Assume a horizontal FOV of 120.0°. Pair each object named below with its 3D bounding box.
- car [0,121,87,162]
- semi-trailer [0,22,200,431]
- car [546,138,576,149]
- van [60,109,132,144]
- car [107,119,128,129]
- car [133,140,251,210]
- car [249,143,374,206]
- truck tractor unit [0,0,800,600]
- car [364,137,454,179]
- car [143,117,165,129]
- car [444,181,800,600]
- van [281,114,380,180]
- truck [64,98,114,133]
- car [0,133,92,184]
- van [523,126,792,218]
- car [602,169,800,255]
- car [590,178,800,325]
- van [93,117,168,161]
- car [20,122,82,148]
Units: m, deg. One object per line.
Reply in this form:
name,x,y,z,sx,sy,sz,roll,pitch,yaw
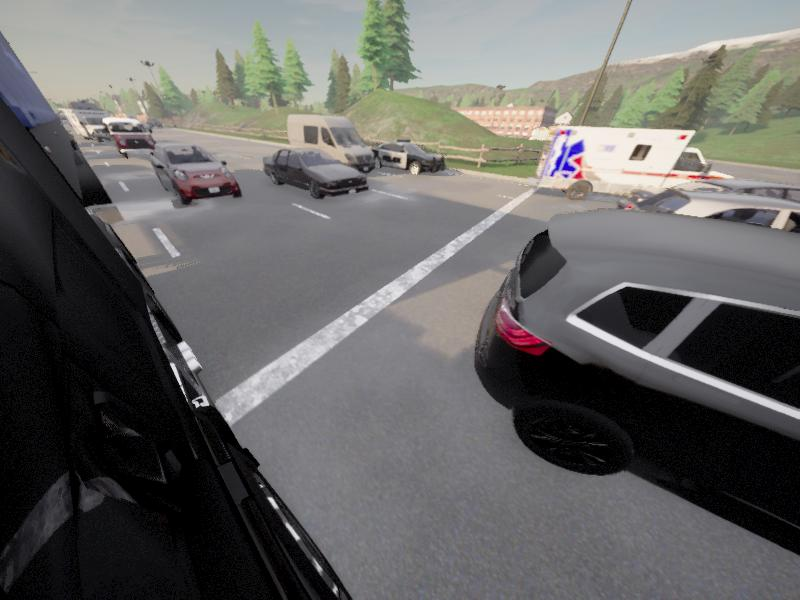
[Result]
car,-21.045,-9.516,13.787,5.027,1.651,2.152,29,44,31
semi-trailer,-8.605,-3.660,4.329,14.254,4.402,2.717,29,44,31
car,32.926,-32.176,47.422,1.837,1.490,4.892,-9,38,-17
van,-29.839,-17.062,22.710,6.366,2.431,2.351,23,41,25
car,-55.328,-34.415,45.212,3.633,1.501,1.845,30,45,31
car,-7.006,-4.373,7.798,3.633,1.501,1.845,29,44,31
car,-3.639,-5.227,9.253,5.357,1.411,2.033,29,44,31
truck tractor unit,-2.645,-0.295,0.351,6.516,4.208,3.053,28,44,30
car,0.328,-8.714,13.951,5.238,1.638,1.930,29,44,31
car,-58.127,-41.819,54.546,5.566,2.045,2.150,29,44,31
car,3.011,0.588,1.605,4.611,1.667,2.242,21,41,22
van,-3.916,-8.658,12.878,5.915,2.561,1.988,29,44,31
truck,-48.395,-28.637,35.959,8.468,3.827,2.891,29,44,31
car,-15.396,-6.205,9.931,4.181,1.385,1.994,29,44,31
van,8.819,-5.280,9.192,6.366,2.431,2.351,14,39,15
car,9.271,-2.393,6.213,5.357,1.411,2.033,8,37,8
car,5.874,-0.881,3.875,3.633,1.501,1.845,17,39,18
van,-17.238,-10.348,14.781,4.480,2.038,2.069,29,44,32
car,-28.128,-13.448,18.759,4.792,1.488,2.163,29,44,31
